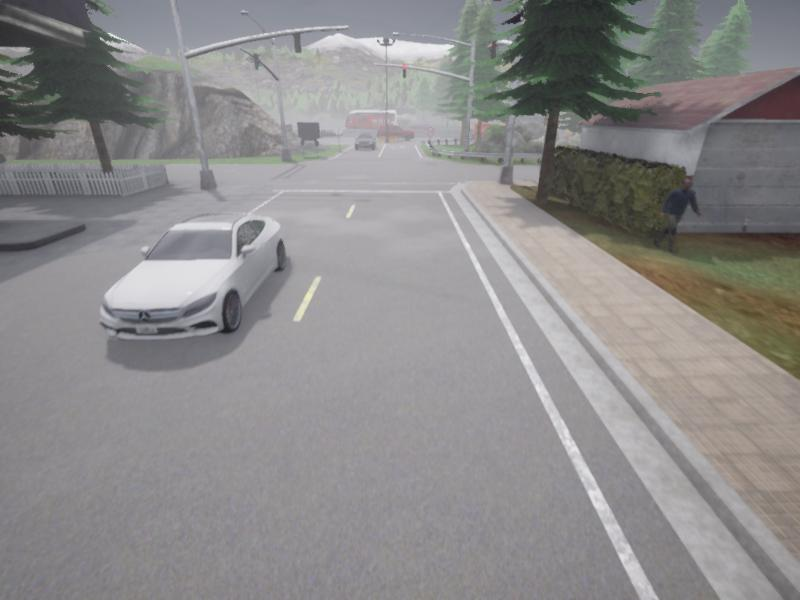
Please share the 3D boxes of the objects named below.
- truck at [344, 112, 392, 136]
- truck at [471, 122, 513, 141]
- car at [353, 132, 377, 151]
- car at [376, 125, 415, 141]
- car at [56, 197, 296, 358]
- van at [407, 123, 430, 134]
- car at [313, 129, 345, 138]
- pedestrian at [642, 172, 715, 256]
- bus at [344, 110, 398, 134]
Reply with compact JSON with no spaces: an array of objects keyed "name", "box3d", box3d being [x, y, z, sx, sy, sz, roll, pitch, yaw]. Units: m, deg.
[{"name":"truck","box3d":[-5.780,-32.224,73.238,8.468,3.827,2.891,0,25,0]},{"name":"truck","box3d":[13.181,-24.218,57.552,5.204,2.467,2.627,0,25,0]},{"name":"car","box3d":[-3.497,-16.219,40.763,2.038,1.542,4.974,0,25,0]},{"name":"car","box3d":[-0.607,-24.074,57.691,5.566,2.045,2.150,0,25,0]},{"name":"car","box3d":[-3.519,-0.789,7.572,1.812,1.442,4.674,-1,24,0]},{"name":"van","box3d":[3.628,-34.278,79.943,4.442,1.987,1.775,0,25,0]},{"name":"car","box3d":[-11.299,-26.704,64.243,4.718,1.301,1.895,0,25,0]},{"name":"pedestrian","box3d":[6.707,-2.090,9.724,0.751,1.860,0.751,0,25,1]},{"name":"bus","box3d":[-5.555,-35.292,79.392,10.273,4.253,3.944,0,25,0]}]
